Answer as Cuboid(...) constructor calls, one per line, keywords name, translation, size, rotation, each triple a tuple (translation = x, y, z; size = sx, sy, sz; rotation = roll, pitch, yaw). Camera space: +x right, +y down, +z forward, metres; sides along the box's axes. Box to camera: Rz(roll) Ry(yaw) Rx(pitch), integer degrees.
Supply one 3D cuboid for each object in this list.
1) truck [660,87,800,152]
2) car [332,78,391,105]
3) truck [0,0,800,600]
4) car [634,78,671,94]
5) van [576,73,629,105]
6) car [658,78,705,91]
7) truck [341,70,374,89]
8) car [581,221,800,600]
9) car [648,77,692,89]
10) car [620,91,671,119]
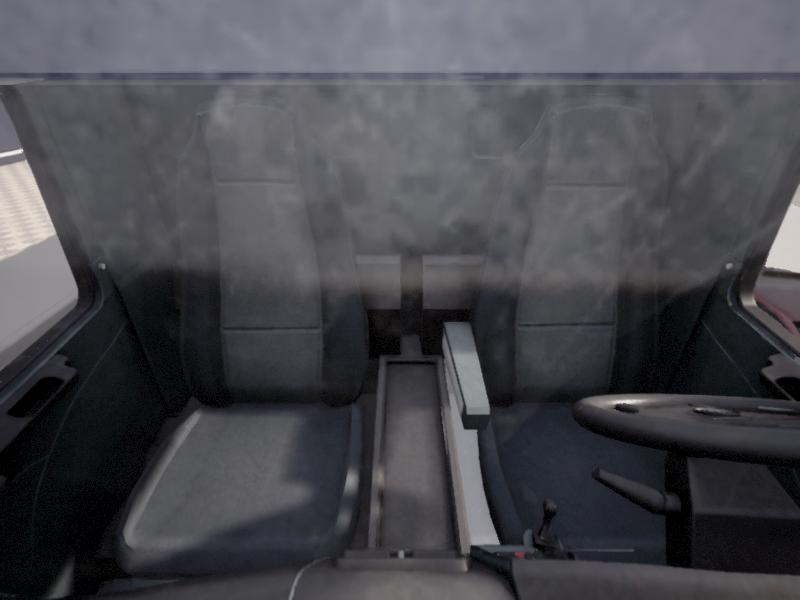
Cuboid(name="truck", translation=(15.216, -8.513, 18.497), size=(2.390, 2.098, 6.274), rotation=(1, 30, 2))
Cuboid(name="car", translation=(-3.680, -19.896, 38.021), size=(5.566, 2.045, 2.150), rotation=(22, 37, 33))
Cuboid(name="truck", translation=(0.056, -1.126, 4.152), size=(2.891, 3.827, 8.468), rotation=(0, 31, 0))
Cuboid(name="car", translation=(32.888, -28.013, 52.323), size=(1.930, 1.638, 5.238), rotation=(3, 30, 6))
Cuboid(name="van", translation=(19.399, -20.212, 38.190), size=(2.351, 2.431, 6.366), rotation=(23, 37, 34))
Cuboid(name="car", translation=(41.120, -31.603, 58.574), size=(4.974, 1.542, 2.038), rotation=(1, 30, 2))
Cuboid(name="truck", translation=(-6.669, -35.009, 63.459), size=(2.627, 2.467, 5.204), rotation=(17, 34, 27))
Cuboid(name="car", translation=(3.555, 0.681, 3.488), size=(1.994, 1.385, 4.181), rotation=(0, 30, 0))
Cuboid(name="car", translation=(41.481, -33.338, 61.545), size=(4.974, 1.542, 2.038), rotation=(1, 30, 2))
Cuboid(name="car", translation=(16.999, -13.690, 27.976), size=(1.816, 1.474, 4.193), rotation=(7, 31, 12))
